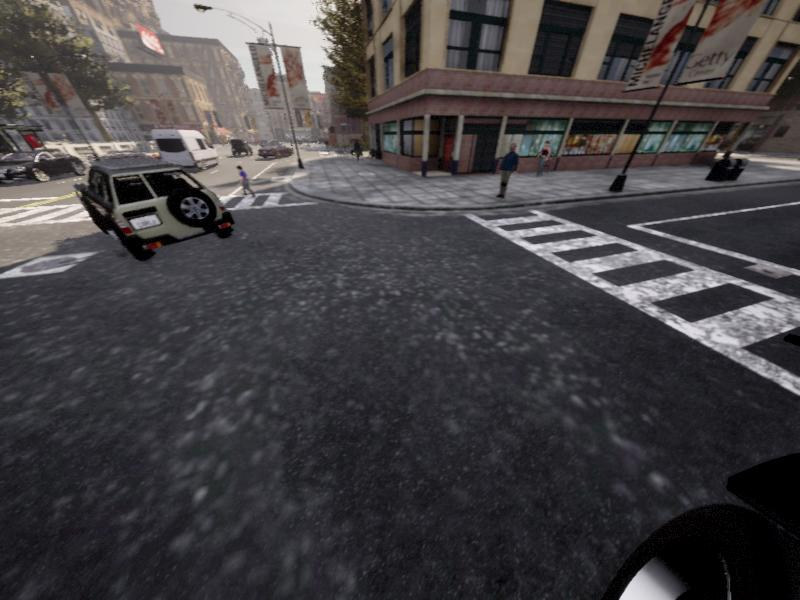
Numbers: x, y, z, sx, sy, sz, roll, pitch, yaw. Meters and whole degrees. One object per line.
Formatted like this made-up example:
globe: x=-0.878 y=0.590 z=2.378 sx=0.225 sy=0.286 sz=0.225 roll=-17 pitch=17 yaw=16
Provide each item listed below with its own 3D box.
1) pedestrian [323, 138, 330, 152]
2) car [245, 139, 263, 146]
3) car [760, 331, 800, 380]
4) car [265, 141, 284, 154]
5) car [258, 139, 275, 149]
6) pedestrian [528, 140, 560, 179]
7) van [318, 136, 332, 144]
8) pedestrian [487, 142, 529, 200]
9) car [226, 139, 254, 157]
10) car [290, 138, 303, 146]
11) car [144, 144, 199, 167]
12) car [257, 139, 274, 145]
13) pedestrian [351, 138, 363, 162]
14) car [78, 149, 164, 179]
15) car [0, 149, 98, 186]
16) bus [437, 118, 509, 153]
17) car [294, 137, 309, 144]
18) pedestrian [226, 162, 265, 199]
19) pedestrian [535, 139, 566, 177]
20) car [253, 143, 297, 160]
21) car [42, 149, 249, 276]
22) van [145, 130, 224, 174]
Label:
pedestrian: x=-12.253 y=-26.016 z=38.713 sx=0.751 sy=1.860 sz=0.751 roll=-9 pitch=37 yaw=-13
car: x=-40.636 y=-43.989 z=64.348 sx=2.002 sy=1.452 sz=4.674 roll=1 pitch=36 yaw=2
car: x=7.022 y=0.284 z=2.180 sx=4.792 sy=1.488 sz=2.163 roll=-11 pitch=37 yaw=-15
car: x=-19.537 y=-23.908 z=36.144 sx=1.816 sy=1.474 sz=4.193 roll=-10 pitch=37 yaw=-14
car: x=-27.824 y=-32.669 z=48.312 sx=2.152 sy=1.651 sz=5.027 roll=-10 pitch=37 yaw=-13
pedestrian: x=8.180 y=-8.043 z=13.219 sx=0.751 sy=1.860 sz=0.751 roll=-10 pitch=37 yaw=-13
van: x=-24.148 y=-51.379 z=74.221 sx=1.775 sy=1.987 sz=4.442 roll=13 pitch=38 yaw=18
pedestrian: x=4.109 y=-4.958 z=8.902 sx=0.751 sy=1.860 sz=0.751 roll=-24 pitch=42 yaw=-30
car: x=-21.229 y=-20.390 z=30.855 sx=1.905 sy=1.878 sz=3.866 roll=-10 pitch=37 yaw=-14
car: x=-26.979 y=-41.300 z=60.425 sx=1.851 sy=1.617 sz=3.988 roll=-2 pitch=36 yaw=-2
car: x=-21.724 y=-14.059 z=22.289 sx=1.882 sy=1.535 sz=5.008 roll=-11 pitch=37 yaw=-15
car: x=-40.141 y=-47.244 z=69.039 sx=1.895 sy=1.301 sz=4.718 roll=7 pitch=36 yaw=10
pedestrian: x=-4.006 y=-14.008 z=21.604 sx=0.751 sy=1.860 sz=0.751 roll=-9 pitch=37 yaw=-13
car: x=-19.328 y=-9.726 z=16.356 sx=1.994 sy=1.385 sz=4.181 roll=-11 pitch=37 yaw=-15
car: x=-22.149 y=-8.225 z=14.135 sx=2.128 sy=1.511 sz=4.902 roll=-10 pitch=37 yaw=-14
bus: x=11.777 y=-26.966 z=37.985 sx=10.273 sy=4.253 sz=3.944 roll=-10 pitch=37 yaw=-14
car: x=-33.387 y=-54.462 z=78.655 sx=1.932 sy=1.855 sz=4.605 roll=13 pitch=38 yaw=18
pedestrian: x=-6.548 y=-5.108 z=9.876 sx=0.751 sy=1.300 sz=0.751 roll=-3 pitch=36 yaw=-4
pedestrian: x=9.058 y=-8.597 z=13.994 sx=0.751 sy=1.860 sz=0.751 roll=-12 pitch=37 yaw=-16
car: x=-14.800 y=-17.901 z=27.786 sx=2.033 sy=1.411 sz=5.357 roll=4 pitch=36 yaw=5
car: x=-6.281 y=-2.483 z=5.743 sx=4.605 sy=1.855 sz=1.932 roll=22 pitch=43 yaw=28
van: x=-16.503 y=-11.813 z=18.268 sx=1.988 sy=2.561 sz=5.915 roll=-10 pitch=37 yaw=-14
